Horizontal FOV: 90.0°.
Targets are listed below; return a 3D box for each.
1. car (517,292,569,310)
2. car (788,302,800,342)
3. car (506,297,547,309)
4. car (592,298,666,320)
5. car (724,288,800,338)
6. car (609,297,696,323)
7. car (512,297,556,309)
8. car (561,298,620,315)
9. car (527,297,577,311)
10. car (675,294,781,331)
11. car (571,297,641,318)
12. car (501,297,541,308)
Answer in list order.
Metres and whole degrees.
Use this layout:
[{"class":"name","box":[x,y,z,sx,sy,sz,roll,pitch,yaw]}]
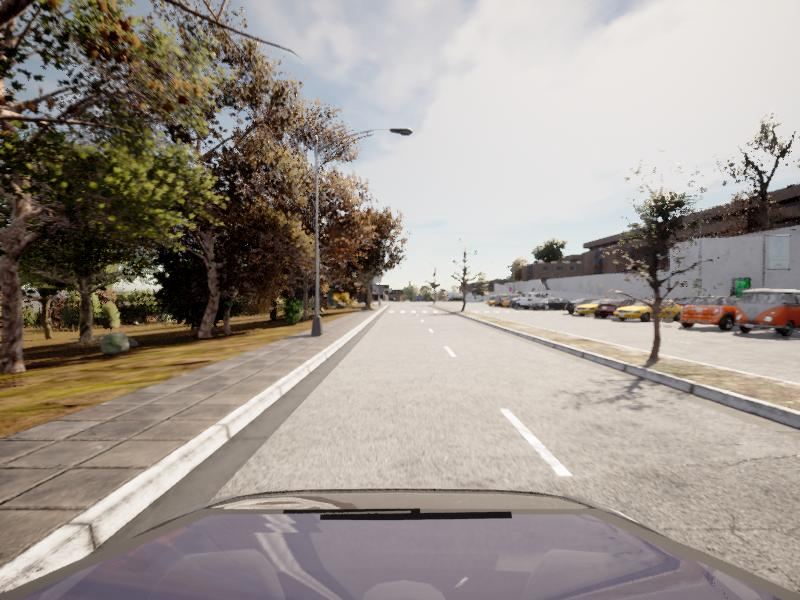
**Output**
[{"class":"car","box":[16.926,0.157,47.440,5.566,2.045,2.435,1,0,-20]},{"class":"car","box":[16.870,0.815,14.618,4.674,1.452,2.002,1,0,-20]},{"class":"car","box":[16.894,0.364,53.392,4.892,1.521,2.231,1,0,-20]},{"class":"car","box":[16.911,0.634,29.548,4.792,1.488,2.163,1,1,-20]},{"class":"car","box":[16.772,0.524,17.548,4.442,1.987,1.878,1,1,-20]},{"class":"car","box":[16.709,0.640,26.486,5.366,1.575,1.946,1,1,-20]},{"class":"car","box":[16.904,0.384,50.406,5.008,1.535,2.097,1,1,-20]},{"class":"car","box":[16.884,0.570,35.501,4.674,1.452,2.002,1,0,-20]},{"class":"car","box":[16.904,0.437,44.441,4.892,1.521,2.231,1,1,-20]},{"class":"car","box":[16.851,0.592,20.576,4.553,1.767,2.185,1,0,-20]},{"class":"car","box":[16.714,0.560,32.452,5.366,1.575,1.946,1,1,-20]},{"class":"car","box":[17.076,0.340,56.439,5.366,1.575,1.946,1,0,-20]}]
